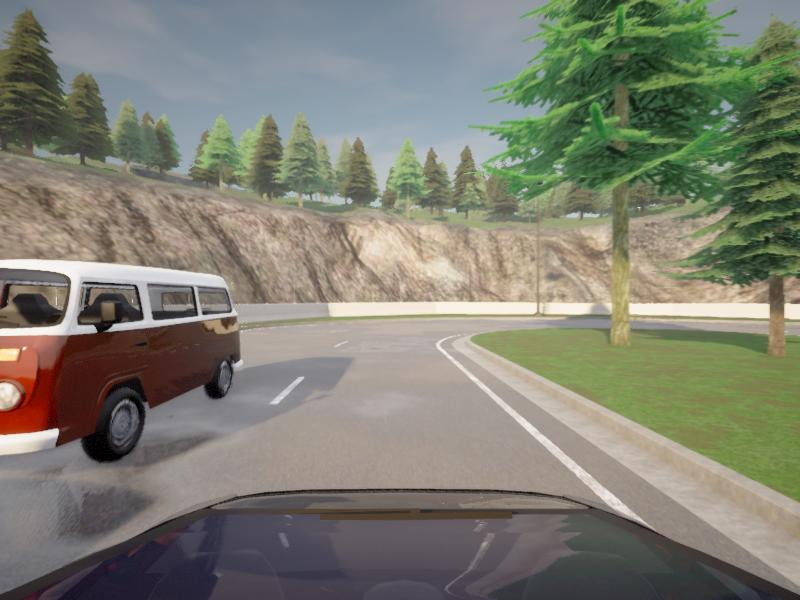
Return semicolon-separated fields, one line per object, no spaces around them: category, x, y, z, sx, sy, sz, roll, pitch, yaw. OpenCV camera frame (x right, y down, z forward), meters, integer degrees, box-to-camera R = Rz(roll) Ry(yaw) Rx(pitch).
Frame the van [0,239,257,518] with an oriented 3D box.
van;-3.625;0.572;5.137;2.069;2.038;4.480;0;0;-2
